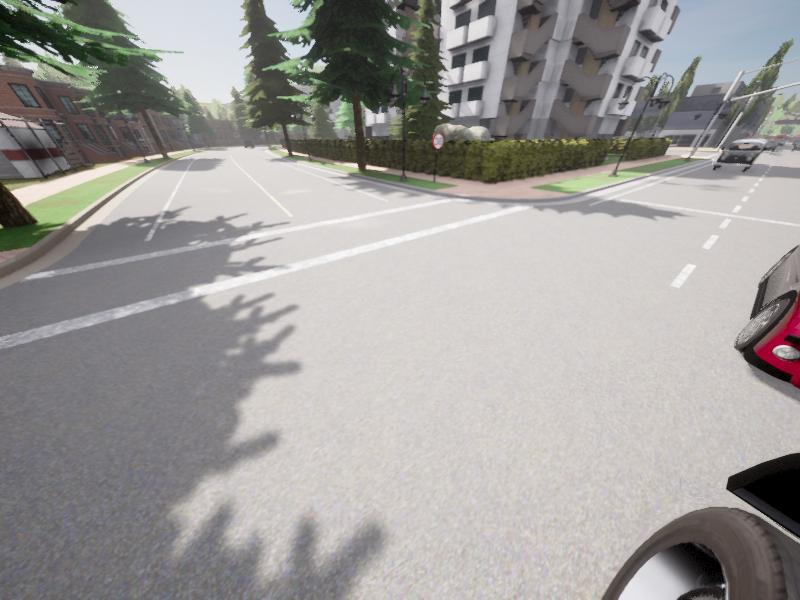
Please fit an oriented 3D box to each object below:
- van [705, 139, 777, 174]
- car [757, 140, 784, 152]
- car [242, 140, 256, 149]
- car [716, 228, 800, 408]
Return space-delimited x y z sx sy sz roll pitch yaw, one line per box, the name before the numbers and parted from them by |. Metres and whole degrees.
van | 25.986 -11.042 17.610 4.480 2.038 2.069 -23 41 -28
car | 62.809 -26.165 39.204 3.705 1.549 1.789 -23 41 -28
car | -39.551 -40.925 60.593 1.905 1.878 3.866 -11 37 -14
car | 5.841 0.054 2.526 3.806 1.475 1.970 -22 41 -28
